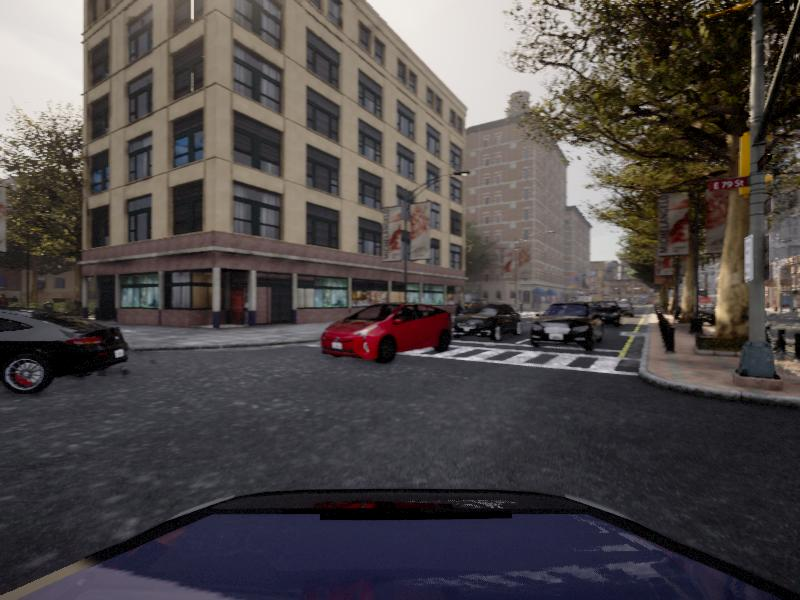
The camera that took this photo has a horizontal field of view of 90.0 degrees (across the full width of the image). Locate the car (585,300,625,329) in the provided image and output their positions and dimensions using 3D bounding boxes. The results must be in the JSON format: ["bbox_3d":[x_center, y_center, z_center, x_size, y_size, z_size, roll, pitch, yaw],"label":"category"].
[{"bbox_3d":[12.854,0.839,24.970,1.851,1.617,3.988,0,0,32],"label":"car"}]

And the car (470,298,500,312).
[{"bbox_3d":[12.174,0.710,57.233,3.866,1.878,1.905,0,0,32],"label":"car"}]

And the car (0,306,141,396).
[{"bbox_3d":[-7.669,0.851,7.237,4.674,1.442,1.812,0,0,-12],"label":"car"}]

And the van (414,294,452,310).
[{"bbox_3d":[5.372,0.370,65.508,5.915,2.561,1.988,0,0,31],"label":"van"}]

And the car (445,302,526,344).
[{"bbox_3d":[3.867,0.863,17.373,1.837,1.490,4.892,0,0,33],"label":"car"}]

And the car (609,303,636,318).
[{"bbox_3d":[22.108,0.980,39.559,2.033,1.411,5.357,0,0,32],"label":"car"}]

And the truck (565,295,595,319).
[{"bbox_3d":[17.586,0.613,38.843,2.390,2.098,6.274,0,0,27],"label":"truck"}]

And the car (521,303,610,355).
[{"bbox_3d":[6.078,0.861,14.285,2.128,1.511,4.902,0,0,32],"label":"car"}]

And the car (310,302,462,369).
[{"bbox_3d":[-0.185,0.834,11.688,2.007,1.525,4.514,0,0,37],"label":"car"}]

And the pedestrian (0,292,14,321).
[{"bbox_3d":[-25.986,0.421,26.246,0.751,1.860,0.751,0,0,28],"label":"pedestrian"}]
